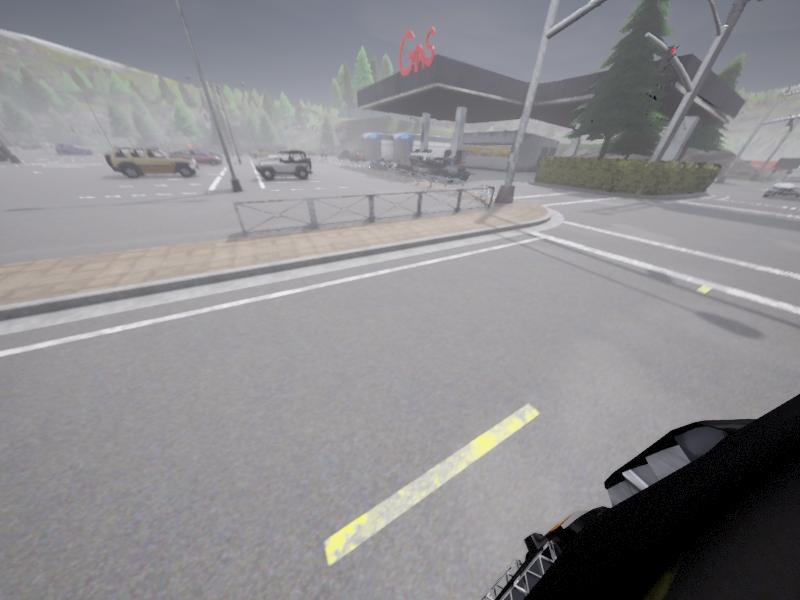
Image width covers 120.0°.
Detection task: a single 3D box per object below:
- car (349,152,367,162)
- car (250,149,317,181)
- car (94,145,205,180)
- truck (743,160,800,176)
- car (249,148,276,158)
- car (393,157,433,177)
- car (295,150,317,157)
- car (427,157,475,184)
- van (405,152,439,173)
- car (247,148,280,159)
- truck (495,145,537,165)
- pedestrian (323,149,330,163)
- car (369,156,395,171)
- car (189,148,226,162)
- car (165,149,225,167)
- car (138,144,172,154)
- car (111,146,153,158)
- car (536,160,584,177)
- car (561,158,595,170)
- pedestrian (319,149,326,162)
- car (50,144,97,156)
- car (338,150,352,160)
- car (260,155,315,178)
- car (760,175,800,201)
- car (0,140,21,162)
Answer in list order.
[{"bbox_3d":[-8.490,-28.648,46.382,2.007,1.525,4.514,-16,37,-25],"label":"car"},{"bbox_3d":[-8.509,-9.984,17.065,3.866,1.878,1.905,-16,37,-25],"label":"car"},{"bbox_3d":[-16.979,-9.633,16.144,4.605,1.855,1.932,-16,37,-25],"label":"car"},{"bbox_3d":[73.496,-26.227,45.889,2.627,2.467,5.204,-15,37,-25],"label":"truck"},{"bbox_3d":[-27.902,-29.789,46.898,4.514,1.523,2.007,-16,37,-25],"label":"car"},{"bbox_3d":[1.308,-14.751,25.504,2.033,1.649,4.856,-16,37,-25],"label":"car"},{"bbox_3d":[-25.891,-40.496,63.698,4.792,1.488,2.163,1,33,-1],"label":"car"},{"bbox_3d":[4.420,-11.698,20.745,1.905,1.878,3.866,-16,37,-25],"label":"car"},{"bbox_3d":[2.655,-17.530,29.446,2.069,2.038,4.480,-16,37,-25],"label":"van"},{"bbox_3d":[-26.328,-28.277,44.644,5.027,1.636,2.152,-16,37,-25],"label":"car"},{"bbox_3d":[27.925,-35.238,56.168,2.891,3.827,8.468,-15,37,-24],"label":"truck"},{"bbox_3d":[-12.052,-23.632,37.897,0.751,1.860,0.751,-15,37,-24],"label":"pedestrian"},{"bbox_3d":[-2.430,-18.488,31.176,1.970,1.475,3.806,-16,37,-25],"label":"car"},{"bbox_3d":[-27.259,-20.604,32.834,3.633,1.501,1.845,-16,37,-25],"label":"car"},{"bbox_3d":[-22.429,-15.728,25.571,4.514,1.523,2.007,-16,37,-25],"label":"car"},{"bbox_3d":[-53.989,-33.408,51.089,4.605,1.855,1.932,-16,37,-25],"label":"car"},{"bbox_3d":[-42.697,-23.701,36.926,3.806,1.475,1.970,-16,37,-25],"label":"car"},{"bbox_3d":[21.429,-17.763,31.196,2.242,1.667,4.611,-16,37,-25],"label":"car"},{"bbox_3d":[35.108,-26.963,45.723,2.097,1.767,4.553,-15,37,-24],"label":"car"},{"bbox_3d":[-13.284,-24.884,39.753,0.751,1.860,0.751,-15,37,-25],"label":"pedestrian"},{"bbox_3d":[-50.626,-23.337,35.955,3.633,1.501,1.845,-16,37,-25],"label":"car"},{"bbox_3d":[-12.515,-32.903,52.361,1.905,1.878,3.866,-16,37,-25],"label":"car"},{"bbox_3d":[-9.603,-11.521,19.884,3.806,1.475,1.970,-16,37,-25],"label":"car"},{"bbox_3d":[29.100,-8.296,16.992,4.674,1.442,1.812,-15,36,-25],"label":"car"},{"bbox_3d":[-41.689,-14.452,22.294,4.605,1.855,1.932,-16,37,-25],"label":"car"}]
